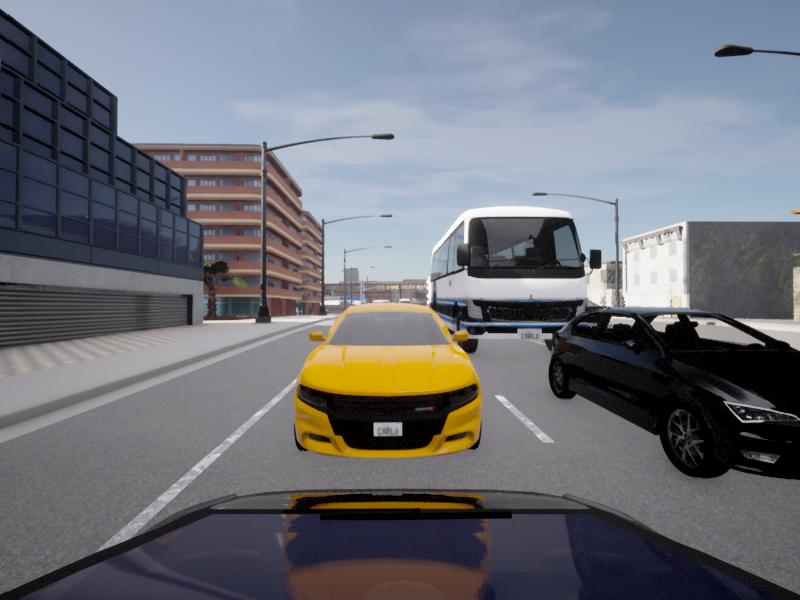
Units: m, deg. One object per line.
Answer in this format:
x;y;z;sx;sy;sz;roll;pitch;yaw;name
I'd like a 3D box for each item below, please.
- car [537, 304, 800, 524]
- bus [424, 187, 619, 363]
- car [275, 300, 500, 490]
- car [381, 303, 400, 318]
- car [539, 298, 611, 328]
3.366;0.830;4.942;1.816;1.474;4.193;0;0;-1;car
3.261;-0.654;14.845;3.944;4.253;10.273;0;1;-1;bus
-0.158;0.790;5.854;1.882;1.535;5.008;0;1;-1;car
-0.929;1.037;40.170;1.812;1.442;4.674;0;-2;-1;car
9.953;0.683;23.286;1.882;1.535;5.008;0;0;-1;car
